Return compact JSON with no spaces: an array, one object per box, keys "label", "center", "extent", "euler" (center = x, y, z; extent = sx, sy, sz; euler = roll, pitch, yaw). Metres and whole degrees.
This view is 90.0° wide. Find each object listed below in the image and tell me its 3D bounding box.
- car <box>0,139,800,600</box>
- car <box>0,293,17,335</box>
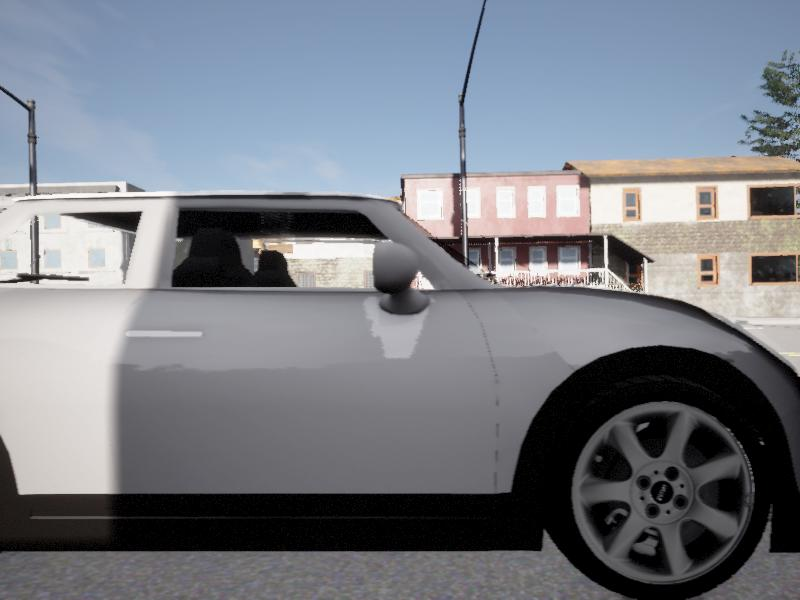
[{"label":"car","center":[-0.306,0.255,2.204],"extent":[3.806,1.475,1.970],"euler":[0,0,0]},{"label":"car","center":[-15.213,0.515,12.693],"extent":[4.181,1.385,1.994],"euler":[-1,0,0]}]
